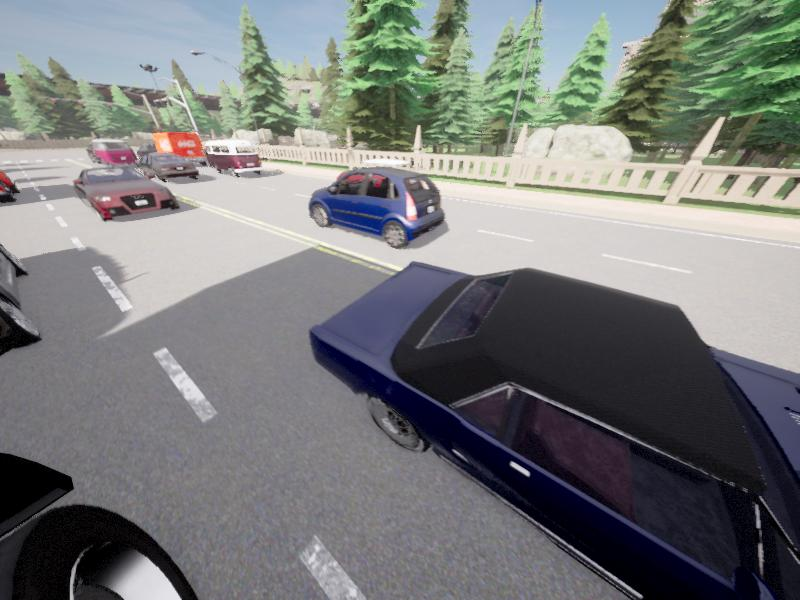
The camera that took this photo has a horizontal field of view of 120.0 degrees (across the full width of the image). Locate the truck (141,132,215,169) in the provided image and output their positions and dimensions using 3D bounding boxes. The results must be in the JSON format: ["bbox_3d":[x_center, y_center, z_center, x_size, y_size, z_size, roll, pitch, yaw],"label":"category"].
[{"bbox_3d":[-19.539,-13.236,20.385,5.204,2.467,2.627,22,41,28],"label":"truck"}]

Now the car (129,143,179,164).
[{"bbox_3d":[-25.682,-15.393,24.130,4.856,1.649,2.033,22,41,28],"label":"car"}]

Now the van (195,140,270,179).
[{"bbox_3d":[-11.499,-9.776,15.915,4.480,2.038,2.069,22,41,28],"label":"van"}]

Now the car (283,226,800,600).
[{"bbox_3d":[1.575,0.790,1.678,4.718,1.301,1.895,22,41,28],"label":"car"}]

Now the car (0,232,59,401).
[{"bbox_3d":[-6.611,-0.229,2.758,5.238,1.638,1.930,22,41,28],"label":"car"}]

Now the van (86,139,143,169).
[{"bbox_3d":[-24.567,-12.622,19.896,4.442,1.987,1.775,22,41,28],"label":"van"}]

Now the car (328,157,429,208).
[{"bbox_3d":[-0.958,-5.246,10.065,3.806,1.475,1.970,22,41,28],"label":"car"}]

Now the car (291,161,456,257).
[{"bbox_3d":[-0.794,-2.769,6.437,3.988,1.617,1.851,22,41,28],"label":"car"}]

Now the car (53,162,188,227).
[{"bbox_3d":[-9.885,-3.915,8.197,4.181,1.385,1.994,22,41,28],"label":"car"}]

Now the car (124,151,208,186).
[{"bbox_3d":[-14.612,-8.319,14.386,5.357,1.411,2.033,22,41,28],"label":"car"}]

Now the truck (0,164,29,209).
[{"bbox_3d":[-17.467,-4.999,8.716,5.204,2.467,2.627,22,41,28],"label":"truck"}]

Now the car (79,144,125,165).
[{"bbox_3d":[-29.285,-14.370,22.714,3.705,1.549,1.789,22,41,28],"label":"car"}]
